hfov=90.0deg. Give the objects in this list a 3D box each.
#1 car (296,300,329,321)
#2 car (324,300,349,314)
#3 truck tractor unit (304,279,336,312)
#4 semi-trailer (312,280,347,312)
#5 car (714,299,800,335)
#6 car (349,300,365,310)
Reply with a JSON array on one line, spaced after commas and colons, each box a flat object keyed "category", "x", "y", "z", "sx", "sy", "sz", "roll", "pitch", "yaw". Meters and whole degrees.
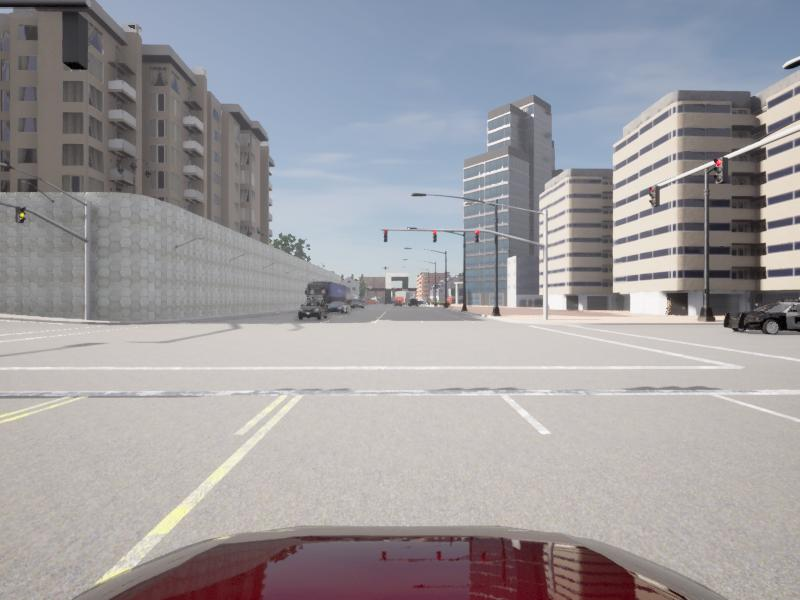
[{"category": "car", "x": -7.138, "y": 0.788, "z": 33.005, "sx": 1.851, "sy": 1.617, "sz": 3.988, "roll": 0, "pitch": 0, "yaw": 0}, {"category": "car", "x": -7.211, "y": 0.837, "z": 45.822, "sx": 2.038, "sy": 1.542, "sz": 4.974, "roll": 0, "pitch": -1, "yaw": 0}, {"category": "truck tractor unit", "x": -10.737, "y": -0.522, "z": 54.187, "sx": 3.053, "sy": 4.208, "sz": 6.516, "roll": 0, "pitch": 0, "yaw": 0}, {"category": "semi-trailer", "x": -10.650, "y": -0.617, "z": 62.100, "sx": 2.717, "sy": 4.402, "sz": 14.254, "roll": 0, "pitch": 0, "yaw": 1}, {"category": "car", "x": 18.269, "y": 0.771, "z": 18.959, "sx": 5.238, "sy": 1.638, "sz": 1.930, "roll": 0, "pitch": 0, "yaw": -1}, {"category": "car", "x": -7.315, "y": 0.756, "z": 68.412, "sx": 2.242, "sy": 1.667, "sz": 4.611, "roll": 0, "pitch": 0, "yaw": 0}]
